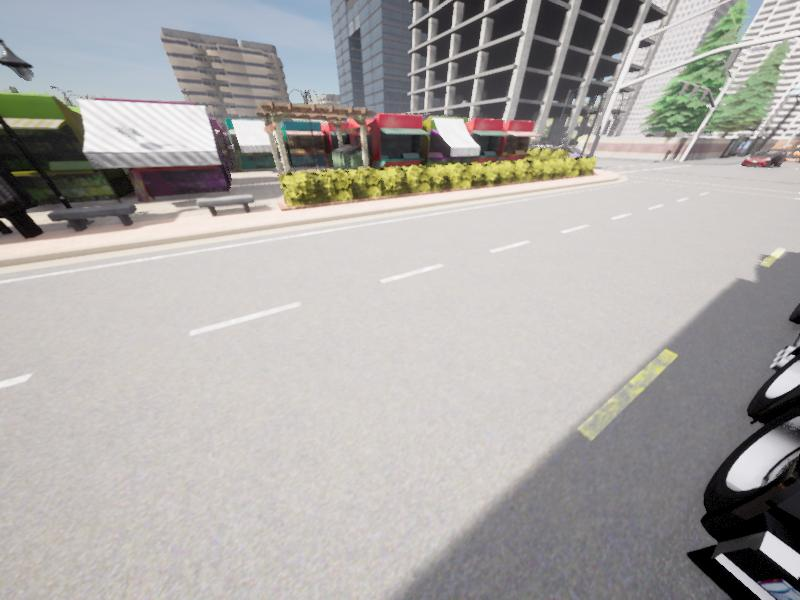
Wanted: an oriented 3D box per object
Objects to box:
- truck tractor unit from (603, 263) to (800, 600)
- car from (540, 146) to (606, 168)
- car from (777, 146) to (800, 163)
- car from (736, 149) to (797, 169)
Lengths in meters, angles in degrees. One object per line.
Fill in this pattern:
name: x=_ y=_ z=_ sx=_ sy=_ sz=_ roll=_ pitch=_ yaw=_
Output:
truck tractor unit: x=5.114 y=-0.295 z=0.799 sx=6.516 sy=4.208 sz=3.053 roll=-18 pitch=39 yaw=-25
car: x=17.660 y=-14.899 z=23.973 sx=2.033 sy=1.649 sz=4.856 roll=-18 pitch=39 yaw=-24
car: x=51.827 y=-18.890 z=29.918 sx=4.553 sy=1.767 sz=2.097 roll=-18 pitch=39 yaw=-24
car: x=37.509 y=-14.507 z=23.683 sx=3.988 sy=1.617 sz=1.851 roll=-12 pitch=37 yaw=-17
